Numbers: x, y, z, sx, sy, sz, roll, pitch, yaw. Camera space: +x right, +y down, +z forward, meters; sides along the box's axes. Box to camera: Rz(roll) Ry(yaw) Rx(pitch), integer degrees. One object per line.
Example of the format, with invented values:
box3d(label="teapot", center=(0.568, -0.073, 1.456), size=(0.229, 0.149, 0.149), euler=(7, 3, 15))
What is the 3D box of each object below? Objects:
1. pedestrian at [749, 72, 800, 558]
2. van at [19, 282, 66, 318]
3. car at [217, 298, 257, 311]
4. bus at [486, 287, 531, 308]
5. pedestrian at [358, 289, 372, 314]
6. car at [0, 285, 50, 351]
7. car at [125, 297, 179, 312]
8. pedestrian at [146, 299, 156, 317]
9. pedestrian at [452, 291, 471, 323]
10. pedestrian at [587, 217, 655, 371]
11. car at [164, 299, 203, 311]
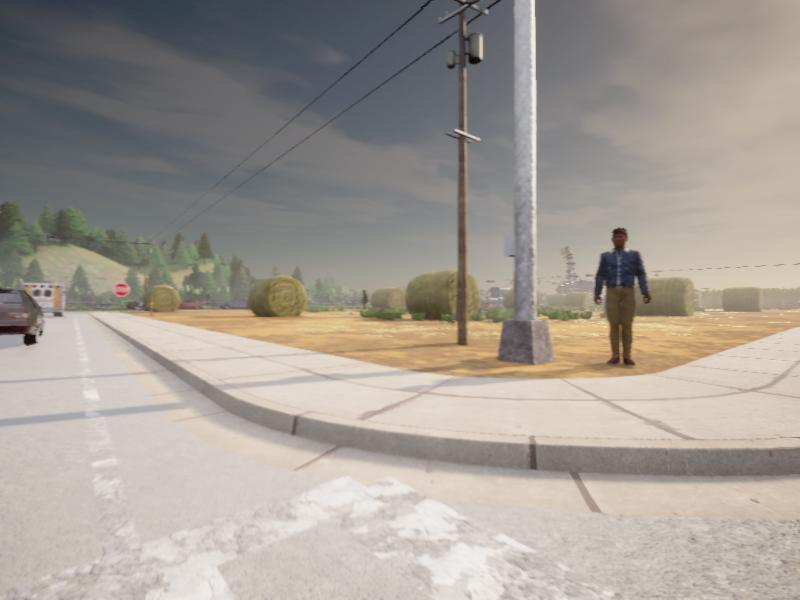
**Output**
box3d(label="pedestrian", center=(1.917, 0.056, 1.383), size=(0.751, 1.860, 0.751), euler=(0, 0, -4))
box3d(label="van", center=(-27.070, 0.045, 30.502), size=(2.351, 2.431, 6.366), euler=(0, -1, -39))
box3d(label="car", center=(-22.710, 0.612, 55.720), size=(4.856, 1.649, 2.033), euler=(0, -1, -37))
box3d(label="bus", center=(23.345, -0.459, 85.696), size=(10.273, 4.253, 3.944), euler=(0, -1, -37))
box3d(label="pedestrian", center=(-2.569, 0.116, 29.426), size=(0.751, 1.860, 0.751), euler=(0, -1, -44))
box3d(label="car", center=(-10.592, 0.403, 10.454), size=(2.033, 1.411, 5.357), euler=(0, -1, -40))
box3d(label="car", center=(-28.917, 0.532, 46.757), size=(5.238, 1.638, 1.930), euler=(0, -1, -37))
box3d(label="pedestrian", center=(-15.389, 0.480, 24.752), size=(0.500, 1.100, 0.500), euler=(0, -1, -32))
box3d(label="pedestrian", center=(2.550, 0.298, 16.592), size=(0.751, 1.300, 0.751), euler=(0, 0, 10))
box3d(label="pedestrian", center=(2.949, -0.069, 5.349), size=(0.751, 1.860, 0.751), euler=(0, -1, 30))
box3d(label="car", center=(-27.991, 0.657, 51.801), size=(4.193, 1.474, 1.816), euler=(0, -1, -37))
